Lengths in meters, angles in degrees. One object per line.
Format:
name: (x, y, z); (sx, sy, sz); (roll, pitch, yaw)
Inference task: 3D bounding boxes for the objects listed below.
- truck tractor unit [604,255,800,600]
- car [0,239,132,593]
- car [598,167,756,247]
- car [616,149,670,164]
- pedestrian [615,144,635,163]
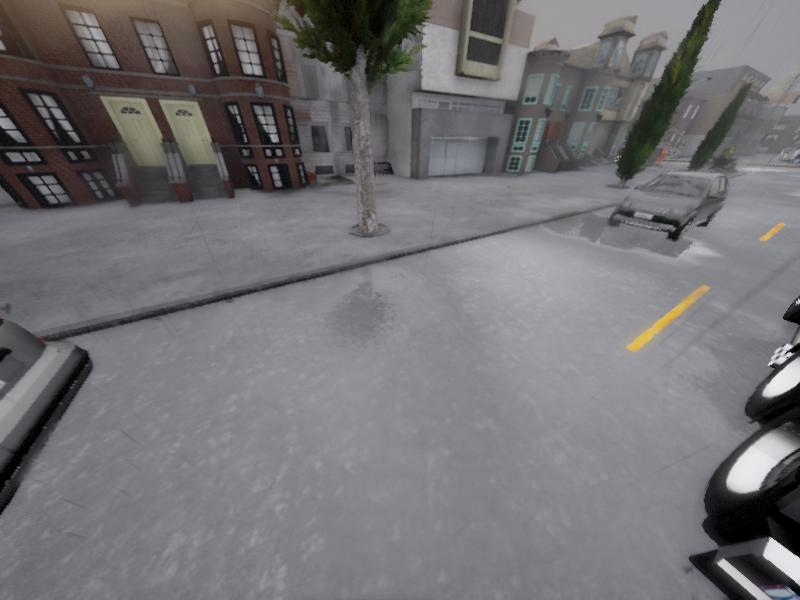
truck tractor unit: (5.092, -0.320, 0.802); (6.516, 4.208, 3.053); (-19, 39, -25)
car: (-4.501, 1.190, 0.850); (3.988, 1.617, 1.851); (-18, 39, -24)
car: (8.343, -3.016, 7.045); (3.705, 1.549, 1.789); (-18, 39, -25)
car: (31.121, -18.537, 29.709); (1.994, 1.385, 4.181); (-18, 39, -24)
pedestrian: (26.079, -16.999, 26.802); (0.751, 1.860, 0.751); (-12, 37, -17)
